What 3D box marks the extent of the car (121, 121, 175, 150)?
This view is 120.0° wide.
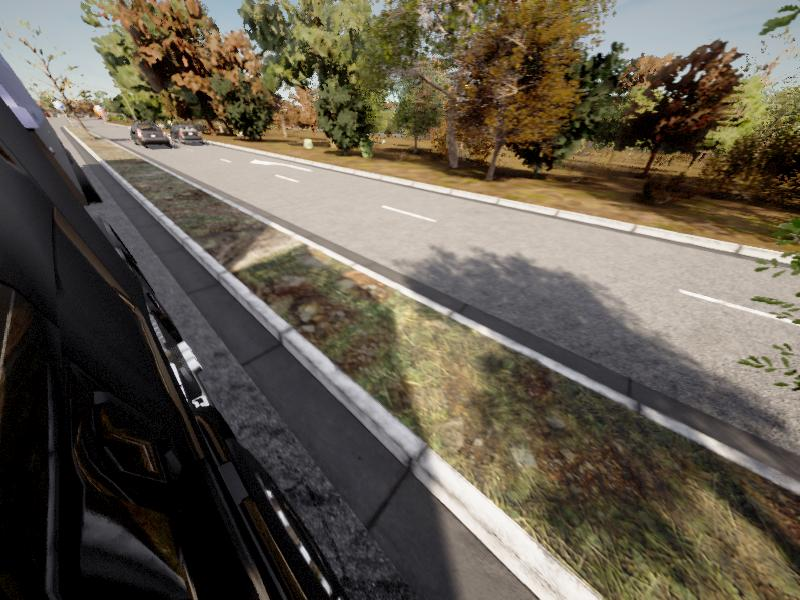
[{"bbox_3d":[-20.097,-13.167,18.418,3.988,1.617,1.851,28,44,30],"label":"car"}]

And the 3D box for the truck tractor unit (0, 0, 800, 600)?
[{"bbox_3d":[-2.645,-0.295,0.352,6.516,4.208,3.053,28,44,30],"label":"truck tractor unit"}]

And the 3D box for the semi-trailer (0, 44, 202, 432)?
[{"bbox_3d":[-8.692,-3.621,4.219,14.254,4.402,2.717,28,44,30],"label":"semi-trailer"}]

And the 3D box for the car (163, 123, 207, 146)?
[{"bbox_3d":[-20.043,-15.473,21.526,3.705,1.549,1.789,28,44,30],"label":"car"}]
